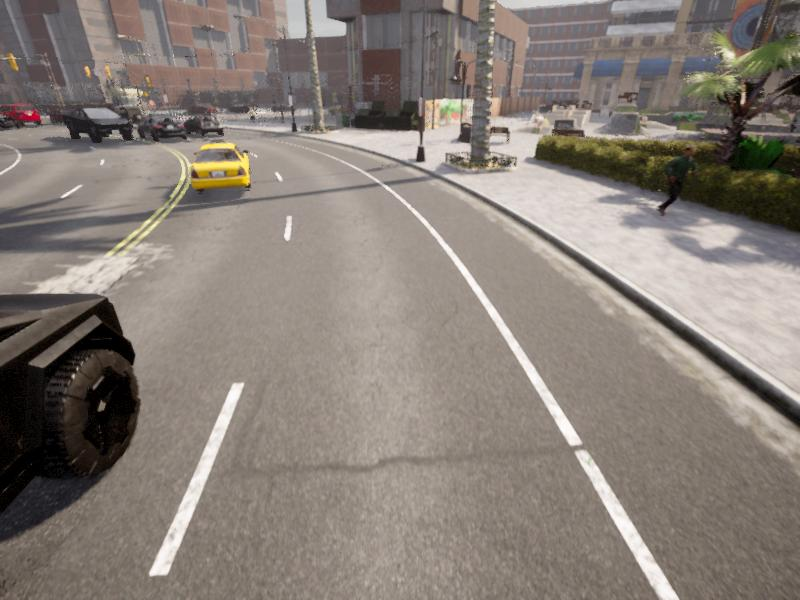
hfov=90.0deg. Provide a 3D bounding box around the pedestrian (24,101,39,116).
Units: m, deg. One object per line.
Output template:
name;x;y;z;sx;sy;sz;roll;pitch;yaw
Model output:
pedestrian;-51.761;-26.920;56.208;0.751;1.860;0.751;13;30;24

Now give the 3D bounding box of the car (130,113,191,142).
car;-17.510;-12.658;29.231;4.611;1.667;2.242;24;36;39

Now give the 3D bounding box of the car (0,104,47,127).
car;-39.247;-18.926;40.936;5.566;2.045;2.150;13;30;23

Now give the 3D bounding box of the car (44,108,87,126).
car;-36.006;-19.749;43.070;3.705;1.549;1.789;13;30;23

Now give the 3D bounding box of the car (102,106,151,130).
car;-26.264;-17.560;38.470;3.866;1.878;1.905;15;31;26

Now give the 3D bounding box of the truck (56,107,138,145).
truck;-21.524;-12.465;28.394;6.274;2.098;2.390;20;33;33

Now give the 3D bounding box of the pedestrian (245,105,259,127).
pedestrian;-14.184;-17.684;38.360;0.751;1.860;0.751;12;30;23

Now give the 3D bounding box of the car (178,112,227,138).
car;-15.910;-14.123;32.136;3.988;1.617;1.851;23;35;37

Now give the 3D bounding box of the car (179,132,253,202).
car;-6.536;-5.078;14.682;1.801;1.575;5.366;-9;29;-17

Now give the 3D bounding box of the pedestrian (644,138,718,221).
pedestrian;6.931;-2.995;9.968;0.751;1.860;0.751;-3;28;-7

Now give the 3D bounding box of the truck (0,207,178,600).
truck;-3.629;1.543;1.318;2.390;2.098;6.274;-1;27;-2

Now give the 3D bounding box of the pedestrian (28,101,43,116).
pedestrian;-51.736;-27.214;56.777;0.751;1.860;0.751;12;30;21

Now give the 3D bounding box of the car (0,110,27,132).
car;-37.063;-16.466;36.624;5.238;1.638;1.930;13;30;23

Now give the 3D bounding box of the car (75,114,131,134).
car;-25.870;-15.393;34.849;4.181;1.385;1.994;15;31;27
